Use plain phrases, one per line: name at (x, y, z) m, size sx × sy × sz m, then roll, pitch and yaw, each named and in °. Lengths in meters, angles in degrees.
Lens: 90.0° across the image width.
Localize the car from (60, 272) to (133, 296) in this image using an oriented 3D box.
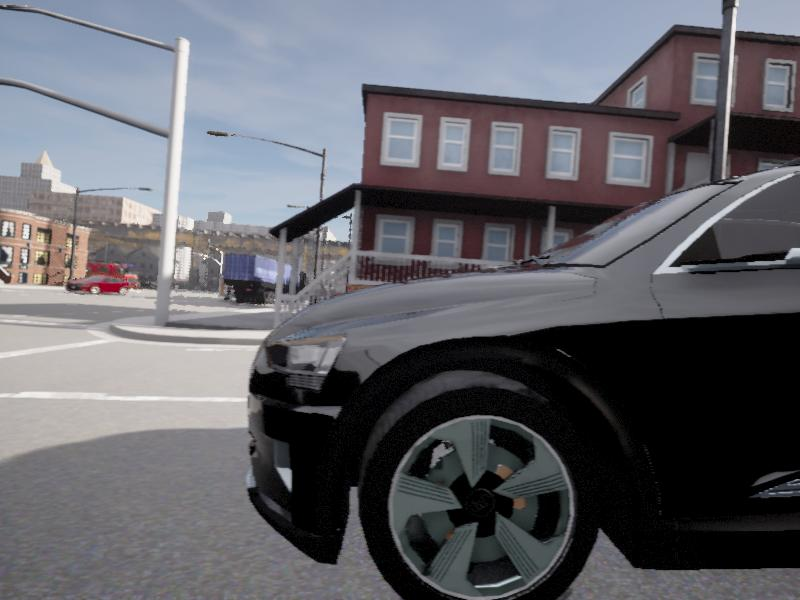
car at (-23.552, -1.174, 31.346) m, size 1.882 × 1.535 × 5.008 m, roll 4°, pitch 0°, yaw 0°

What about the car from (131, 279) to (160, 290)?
car at (-43.165, -2.581, 67.906) m, size 3.705 × 1.549 × 1.789 m, roll 4°, pitch 0°, yaw -1°

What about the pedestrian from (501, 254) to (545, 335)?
pedestrian at (3.006, -0.130, 9.870) m, size 0.751 × 1.860 × 0.751 m, roll 4°, pitch 0°, yaw 3°

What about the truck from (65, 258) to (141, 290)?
truck at (-42.514, -3.683, 57.407) m, size 8.468 × 3.827 × 2.891 m, roll 4°, pitch 0°, yaw 0°

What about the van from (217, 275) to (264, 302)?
van at (-16.642, -1.105, 42.229) m, size 2.351 × 2.431 × 6.366 m, roll 4°, pitch 0°, yaw -1°

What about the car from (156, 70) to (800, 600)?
car at (1.748, 0.168, 2.156) m, size 4.856 × 1.649 × 2.033 m, roll -1°, pitch 0°, yaw -1°

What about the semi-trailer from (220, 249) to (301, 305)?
semi-trailer at (-13.034, -1.847, 39.461) m, size 2.717 × 4.402 × 14.254 m, roll 4°, pitch 0°, yaw 0°

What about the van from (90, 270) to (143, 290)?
van at (-43.143, -3.025, 60.959) m, size 6.366 × 2.431 × 2.351 m, roll 4°, pitch 0°, yaw 0°

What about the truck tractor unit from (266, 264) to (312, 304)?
truck tractor unit at (-12.962, -1.729, 47.375) m, size 3.053 × 4.208 × 6.516 m, roll 4°, pitch 0°, yaw 2°
